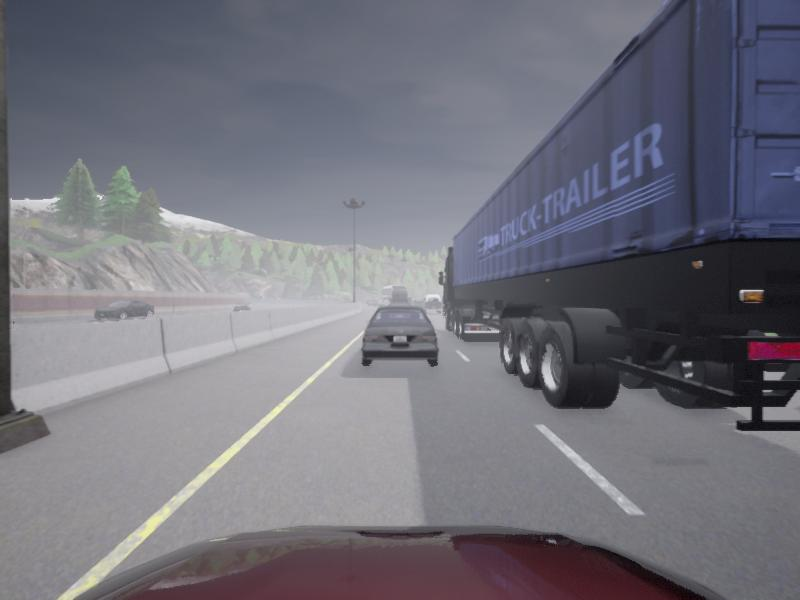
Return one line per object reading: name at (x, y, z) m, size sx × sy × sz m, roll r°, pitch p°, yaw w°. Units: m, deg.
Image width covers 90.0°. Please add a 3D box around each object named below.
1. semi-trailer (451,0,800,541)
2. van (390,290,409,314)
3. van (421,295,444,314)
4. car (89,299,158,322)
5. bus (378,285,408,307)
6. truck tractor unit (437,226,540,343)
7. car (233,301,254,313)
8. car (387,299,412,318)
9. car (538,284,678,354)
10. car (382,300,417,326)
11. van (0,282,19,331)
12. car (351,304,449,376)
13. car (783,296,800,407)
semi-trailer at (3.499, -0.653, 9.737) m, size 2.717 × 4.402 × 14.254 m, roll 0°, pitch 0°, yaw 0°
van at (-0.092, 0.188, 45.499) m, size 1.988 × 2.561 × 5.915 m, roll 0°, pitch 0°, yaw -1°
van at (3.458, 0.446, 43.722) m, size 2.069 × 2.038 × 4.480 m, roll 0°, pitch 1°, yaw -1°
car at (-21.010, 0.732, 30.706) m, size 1.882 × 1.535 × 5.008 m, roll 0°, pitch 1°, yaw 0°
bus at (-1.550, -0.777, 81.799) m, size 3.944 × 4.253 × 10.273 m, roll 0°, pitch 0°, yaw -14°
truck tractor unit at (3.497, -0.577, 17.659) m, size 3.053 × 4.208 × 6.516 m, roll 0°, pitch 0°, yaw 0°
car at (-18.780, 0.801, 48.071) m, size 1.895 × 1.301 × 4.718 m, roll 0°, pitch 0°, yaw -16°
car at (-0.006, 0.720, 34.966) m, size 2.038 × 1.542 × 4.974 m, roll 0°, pitch 0°, yaw 0°
car at (6.996, 0.529, 14.375) m, size 2.150 × 2.045 × 5.566 m, roll 0°, pitch 1°, yaw 0°
car at (-0.003, 0.751, 25.744) m, size 2.038 × 1.542 × 4.974 m, roll 0°, pitch 0°, yaw 0°
van at (-21.004, 0.326, 17.607) m, size 2.351 × 2.431 × 6.366 m, roll 0°, pitch 0°, yaw 0°
car at (-0.001, 0.862, 10.934) m, size 2.033 × 1.411 × 5.357 m, roll 0°, pitch 0°, yaw 0°
car at (6.999, 0.769, 3.671) m, size 2.152 × 1.651 × 5.027 m, roll 0°, pitch 0°, yaw 0°
